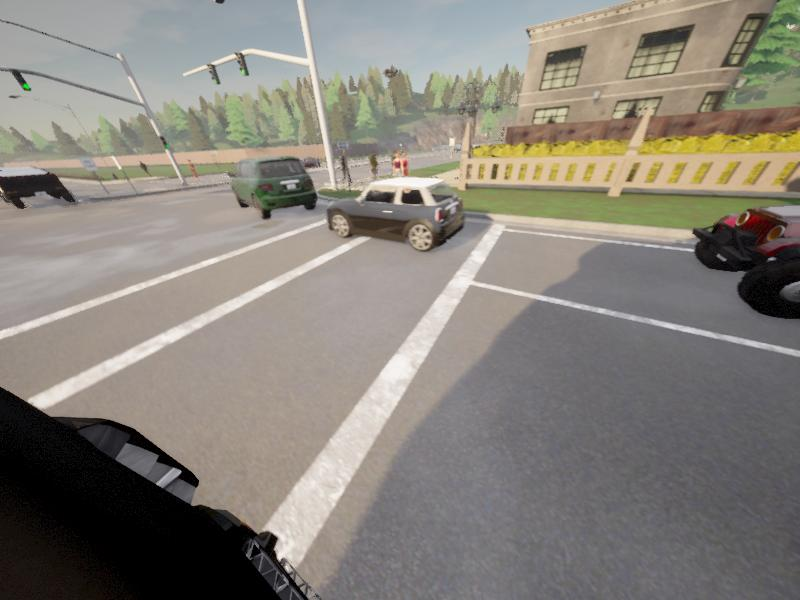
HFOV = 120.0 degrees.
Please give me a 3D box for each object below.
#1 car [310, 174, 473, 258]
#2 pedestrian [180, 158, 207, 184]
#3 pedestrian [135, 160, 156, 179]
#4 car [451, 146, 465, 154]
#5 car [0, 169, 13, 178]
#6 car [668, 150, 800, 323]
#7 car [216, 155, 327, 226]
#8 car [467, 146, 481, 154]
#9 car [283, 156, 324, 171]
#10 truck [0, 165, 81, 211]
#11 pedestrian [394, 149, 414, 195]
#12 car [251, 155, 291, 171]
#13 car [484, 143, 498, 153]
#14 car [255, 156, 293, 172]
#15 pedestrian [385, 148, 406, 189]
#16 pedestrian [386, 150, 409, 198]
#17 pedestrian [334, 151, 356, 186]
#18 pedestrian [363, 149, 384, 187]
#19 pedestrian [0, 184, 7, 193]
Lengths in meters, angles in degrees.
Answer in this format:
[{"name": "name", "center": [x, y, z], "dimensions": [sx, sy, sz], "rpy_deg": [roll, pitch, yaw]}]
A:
[{"name": "car", "center": [-0.250, -2.549, 6.439], "dimensions": [3.806, 1.475, 1.970], "rpy_deg": [17, 38, 27]}, {"name": "pedestrian", "center": [-17.687, -11.065, 19.848], "dimensions": [0.751, 1.860, 0.751], "rpy_deg": [-3, 34, 0]}, {"name": "pedestrian", "center": [-30.283, -15.523, 27.472], "dimensions": [0.751, 1.860, 0.751], "rpy_deg": [13, 37, 22]}, {"name": "car", "center": [14.586, -37.418, 57.657], "dimensions": [1.837, 1.490, 4.892], "rpy_deg": [16, 38, 26]}, {"name": "car", "center": [-86.535, -27.374, 50.040], "dimensions": [3.988, 1.617, 1.851], "rpy_deg": [16, 38, 26]}, {"name": "car", "center": [6.690, -0.673, 2.735], "dimensions": [3.866, 1.878, 1.905], "rpy_deg": [16, 38, 26]}, {"name": "car", "center": [-5.714, -5.009, 10.022], "dimensions": [2.150, 2.045, 5.566], "rpy_deg": [-29, 41, -33]}, {"name": "car", "center": [18.471, -37.293, 57.360], "dimensions": [1.895, 1.301, 4.718], "rpy_deg": [16, 38, 26]}, {"name": "car", "center": [-13.315, -19.090, 32.230], "dimensions": [2.163, 1.488, 4.792], "rpy_deg": [16, 38, 26]}, {"name": "truck", "center": [-23.805, -7.296, 14.747], "dimensions": [6.274, 2.098, 2.390], "rpy_deg": [16, 38, 26]}, {"name": "pedestrian", "center": [0.219, -6.081, 11.041], "dimensions": [0.751, 1.860, 0.751], "rpy_deg": [6, 35, 13]}, {"name": "car", "center": [-19.454, -20.880, 35.090], "dimensions": [2.097, 1.767, 4.553], "rpy_deg": [16, 38, 26]}, {"name": "car", "center": [22.729, -37.826, 57.410], "dimensions": [2.097, 1.767, 4.553], "rpy_deg": [16, 38, 26]}, {"name": "car", "center": [-17.462, -18.933, 32.186], "dimensions": [1.851, 1.617, 3.988], "rpy_deg": [16, 38, 26]}, {"name": "pedestrian", "center": [-0.208, -7.217, 12.702], "dimensions": [0.751, 1.860, 0.751], "rpy_deg": [25, 43, 35]}, {"name": "pedestrian", "center": [-0.087, -5.701, 10.494], "dimensions": [0.751, 1.860, 0.751], "rpy_deg": [9, 36, 18]}, {"name": "pedestrian", "center": [-3.489, -8.390, 14.733], "dimensions": [0.751, 1.860, 0.751], "rpy_deg": [18, 39, 28]}, {"name": "pedestrian", "center": [-1.520, -7.720, 13.566], "dimensions": [0.751, 1.860, 0.751], "rpy_deg": [19, 39, 29]}, {"name": "pedestrian", "center": [-38.330, -11.008, 21.569], "dimensions": [0.751, 1.860, 0.751], "rpy_deg": [13, 37, 22]}]
